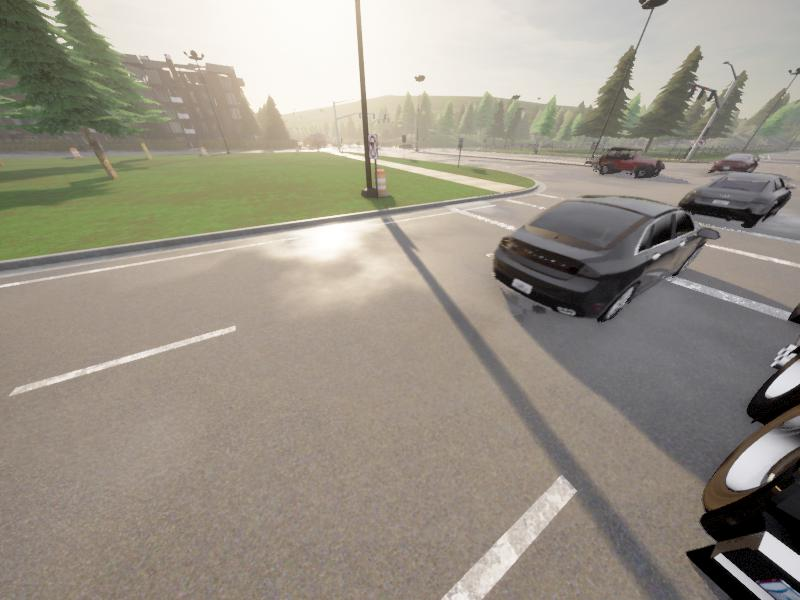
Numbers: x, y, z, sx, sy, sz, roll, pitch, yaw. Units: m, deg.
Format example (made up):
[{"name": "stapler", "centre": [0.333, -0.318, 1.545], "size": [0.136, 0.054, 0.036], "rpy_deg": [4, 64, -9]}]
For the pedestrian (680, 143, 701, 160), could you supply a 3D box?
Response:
[{"name": "pedestrian", "centre": [37.972, -19.407, 30.203], "size": [0.751, 1.860, 0.751], "rpy_deg": [-15, 38, -21]}]

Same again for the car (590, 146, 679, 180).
[{"name": "car", "centre": [17.257, -10.338, 17.314], "size": [1.905, 1.878, 3.866], "rpy_deg": [-18, 38, -24]}]

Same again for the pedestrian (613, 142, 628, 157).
[{"name": "pedestrian", "centre": [34.484, -23.590, 36.184], "size": [0.751, 1.860, 0.751], "rpy_deg": [-15, 38, -21]}]

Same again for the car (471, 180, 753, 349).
[{"name": "car", "centre": [3.920, -1.116, 4.323], "size": [4.892, 1.490, 1.837], "rpy_deg": [-18, 39, -24]}]

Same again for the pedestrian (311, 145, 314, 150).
[{"name": "pedestrian", "centre": [-20.679, -36.027, 54.577], "size": [0.500, 1.100, 0.500], "rpy_deg": [-11, 36, -16]}]

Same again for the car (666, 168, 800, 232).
[{"name": "car", "centre": [12.091, -3.739, 8.256], "size": [4.181, 1.385, 1.994], "rpy_deg": [-18, 39, -24]}]

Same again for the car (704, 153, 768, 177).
[{"name": "car", "centre": [27.528, -11.132, 18.918], "size": [4.674, 1.442, 1.812], "rpy_deg": [-18, 39, -24]}]

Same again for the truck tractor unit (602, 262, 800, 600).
[{"name": "truck tractor unit", "centre": [5.106, -0.305, 0.786], "size": [6.516, 4.208, 3.053], "rpy_deg": [-18, 39, -24]}]

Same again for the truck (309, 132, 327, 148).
[{"name": "truck", "centre": [-26.219, -50.988, 73.680], "size": [2.891, 3.827, 8.468], "rpy_deg": [-18, 39, -25]}]

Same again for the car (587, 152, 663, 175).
[{"name": "car", "centre": [19.404, -12.014, 20.192], "size": [1.994, 1.385, 4.181], "rpy_deg": [-18, 39, -24]}]

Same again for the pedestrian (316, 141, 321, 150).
[{"name": "pedestrian", "centre": [-19.312, -36.616, 54.765], "size": [0.751, 1.860, 0.751], "rpy_deg": [-20, 40, -27]}]
